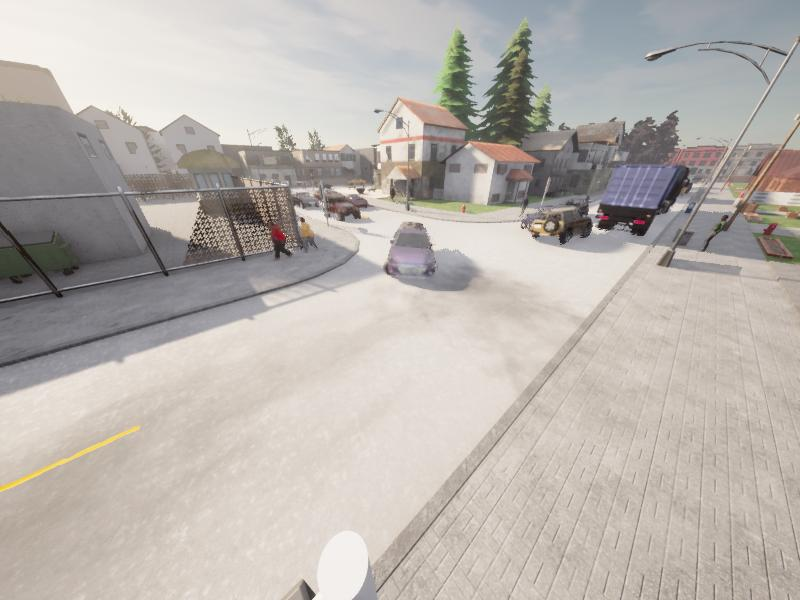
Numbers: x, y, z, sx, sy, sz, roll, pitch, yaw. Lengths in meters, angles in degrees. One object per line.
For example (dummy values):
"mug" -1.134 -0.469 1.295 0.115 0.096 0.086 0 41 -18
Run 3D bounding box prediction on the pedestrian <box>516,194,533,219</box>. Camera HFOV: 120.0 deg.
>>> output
"pedestrian" 10.668 -8.063 19.856 0.751 1.860 0.751 11 32 18

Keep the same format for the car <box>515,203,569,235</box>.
"car" 10.362 -5.970 16.815 3.633 1.501 1.845 -23 37 -34

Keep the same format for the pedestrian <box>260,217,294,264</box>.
"pedestrian" -5.622 -2.744 10.624 0.751 1.860 0.751 -25 38 -36

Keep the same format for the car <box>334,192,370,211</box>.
"car" -5.423 -11.160 25.967 1.994 1.385 4.181 -24 38 -35

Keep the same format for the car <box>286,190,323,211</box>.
"car" -10.877 -11.335 26.127 2.128 1.511 4.902 -23 37 -34

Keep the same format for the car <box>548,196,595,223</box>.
"car" 14.969 -7.935 20.143 3.988 1.617 1.851 -23 37 -34

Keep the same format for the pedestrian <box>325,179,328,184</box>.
"pedestrian" -18.500 -29.693 58.078 0.500 1.100 0.500 -23 37 -34

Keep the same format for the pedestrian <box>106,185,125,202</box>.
"pedestrian" -35.648 -13.323 28.967 0.751 1.860 0.751 -22 36 -32

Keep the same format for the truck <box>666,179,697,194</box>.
"truck" 49.349 -19.950 40.461 6.274 2.098 2.390 -23 37 -34

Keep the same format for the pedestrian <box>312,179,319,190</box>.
"pedestrian" -16.171 -22.212 44.344 0.751 1.860 0.751 -2 30 -3

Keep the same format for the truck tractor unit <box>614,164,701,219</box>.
"truck tractor unit" 24.342 -10.475 21.922 6.516 4.208 3.053 -19 35 -29

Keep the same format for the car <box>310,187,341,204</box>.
"car" -9.926 -13.902 30.558 2.007 1.525 4.514 -23 37 -34

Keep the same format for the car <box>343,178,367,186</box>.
"car" -11.035 -29.263 57.110 5.366 1.575 1.801 -24 37 -35

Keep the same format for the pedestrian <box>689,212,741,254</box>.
"pedestrian" 16.017 -3.428 11.827 0.751 1.860 0.751 20 35 30

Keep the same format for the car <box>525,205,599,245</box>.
"car" 10.224 -4.830 14.549 4.605 1.855 1.932 -18 29 -31

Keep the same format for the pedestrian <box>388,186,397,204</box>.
"pedestrian" -0.934 -12.701 27.889 0.751 1.860 0.751 -23 37 -34

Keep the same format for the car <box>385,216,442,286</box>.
"car" 0.597 -2.535 10.769 2.033 1.649 4.856 4 30 2

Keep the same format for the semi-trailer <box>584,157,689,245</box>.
"semi-trailer" 18.347 -7.994 17.417 14.254 4.402 2.717 -24 39 -36

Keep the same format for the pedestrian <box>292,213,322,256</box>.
"pedestrian" -4.604 -3.272 11.539 0.751 1.860 0.751 15 33 24

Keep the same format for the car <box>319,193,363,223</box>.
"car" -5.184 -8.101 20.149 1.905 1.878 3.866 -23 37 -34

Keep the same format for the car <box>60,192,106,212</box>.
"car" -33.330 -10.450 24.440 1.816 1.474 4.193 -23 37 -34

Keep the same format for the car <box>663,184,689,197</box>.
"car" 43.629 -17.307 36.445 5.008 1.535 1.882 -23 37 -34
